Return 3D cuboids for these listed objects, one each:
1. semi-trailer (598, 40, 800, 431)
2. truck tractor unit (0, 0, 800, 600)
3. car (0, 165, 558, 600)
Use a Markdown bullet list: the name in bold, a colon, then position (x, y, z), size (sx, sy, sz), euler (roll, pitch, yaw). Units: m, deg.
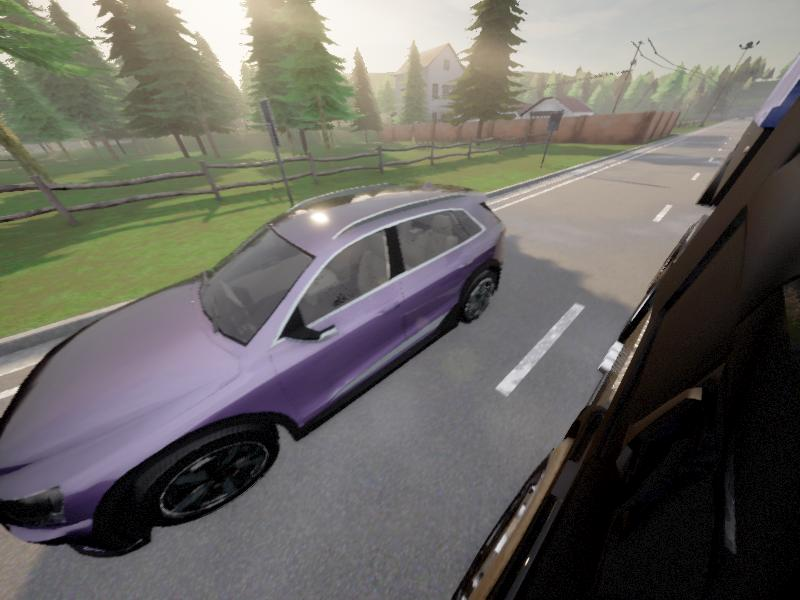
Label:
- **semi-trailer**: position (8.701, -3.588, 4.248), size (14.254, 4.402, 2.717), euler (-28, 44, -30)
- **truck tractor unit**: position (2.645, -0.295, 0.351), size (6.516, 4.208, 3.053), euler (-28, 44, -30)
- **car**: position (-0.648, -0.212, 2.608), size (4.856, 1.649, 2.033), euler (-28, 44, -30)
